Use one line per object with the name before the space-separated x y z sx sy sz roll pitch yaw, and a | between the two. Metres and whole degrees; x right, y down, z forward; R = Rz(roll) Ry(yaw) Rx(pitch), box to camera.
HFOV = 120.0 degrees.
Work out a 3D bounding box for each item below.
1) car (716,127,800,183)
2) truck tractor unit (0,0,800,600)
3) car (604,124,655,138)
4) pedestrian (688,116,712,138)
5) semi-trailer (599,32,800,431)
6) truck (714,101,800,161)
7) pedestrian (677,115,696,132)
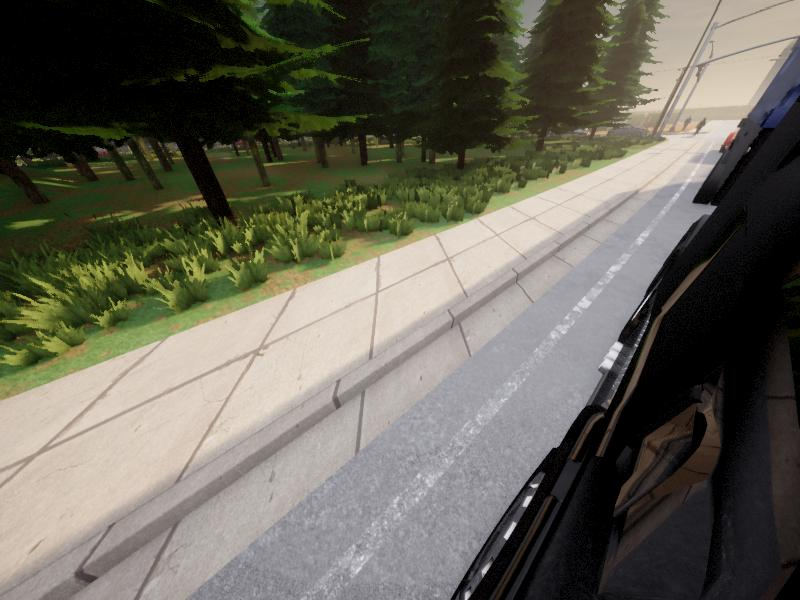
car | 15.883 -6.350 9.892 4.902 1.511 2.128 -29 44 -30
truck tractor unit | 2.645 -0.295 0.351 6.516 4.208 3.053 -28 44 -30
car | 29.388 -21.735 29.762 1.994 1.385 4.181 -29 44 -30
pedestrian | 33.489 -19.303 25.787 0.751 1.860 0.751 -22 41 -24
semi-trailer | 8.644 -3.642 4.279 14.254 4.402 2.717 -29 44 -30
truck | 21.377 -9.911 13.487 5.204 2.467 2.627 -30 44 -31
pedestrian | 40.188 -24.764 32.393 0.751 1.860 0.751 17 41 24
